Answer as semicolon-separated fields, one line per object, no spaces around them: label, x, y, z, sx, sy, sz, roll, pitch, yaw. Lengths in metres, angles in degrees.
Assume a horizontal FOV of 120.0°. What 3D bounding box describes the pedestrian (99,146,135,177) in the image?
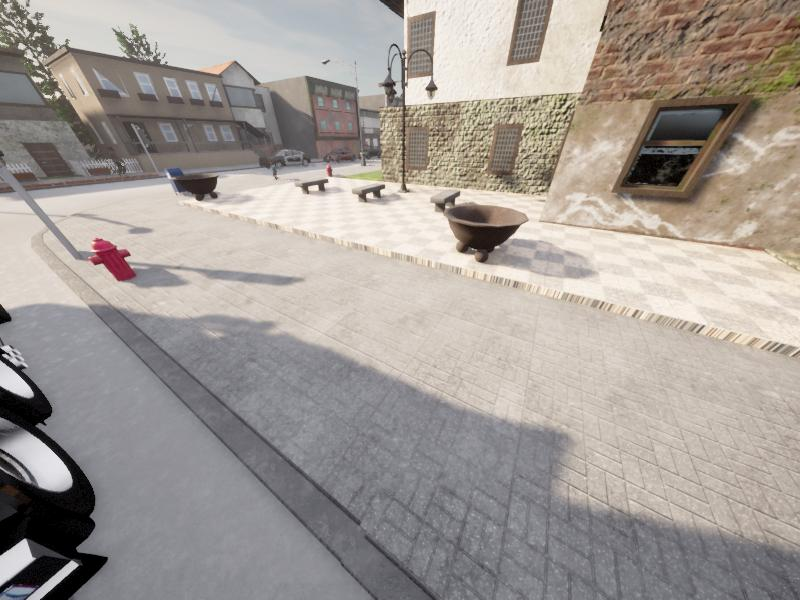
pedestrian;-19.942;-9.770;16.316;0.751;1.860;0.751;19;39;25

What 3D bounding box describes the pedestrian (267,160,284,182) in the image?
pedestrian;-7.706;-7.983;14.310;0.500;1.100;0.500;29;44;35

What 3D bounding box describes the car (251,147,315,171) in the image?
car;-11.194;-13.893;22.586;1.930;1.638;5.238;18;39;24

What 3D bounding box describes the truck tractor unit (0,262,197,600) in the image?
truck tractor unit;-5.108;-0.303;0.784;6.516;4.208;3.053;18;39;24
